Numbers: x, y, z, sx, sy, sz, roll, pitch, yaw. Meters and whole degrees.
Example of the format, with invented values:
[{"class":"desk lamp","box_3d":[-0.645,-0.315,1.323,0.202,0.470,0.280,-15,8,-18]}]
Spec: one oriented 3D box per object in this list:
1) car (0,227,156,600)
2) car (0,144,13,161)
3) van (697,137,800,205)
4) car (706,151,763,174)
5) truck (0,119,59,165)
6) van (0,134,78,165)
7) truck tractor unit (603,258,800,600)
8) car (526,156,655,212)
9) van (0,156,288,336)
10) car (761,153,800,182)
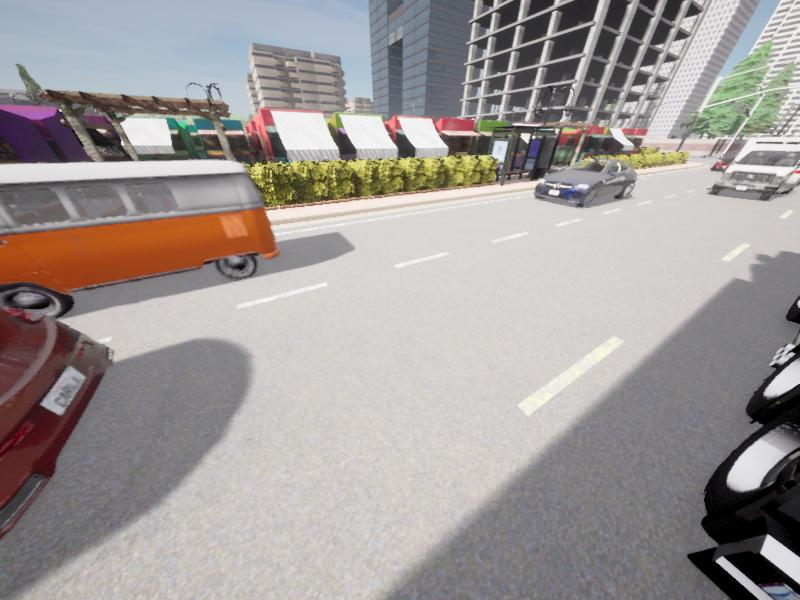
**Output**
[{"class":"car","box_3d":[-4.771,1.286,0.693,5.027,1.651,2.152,-18,39,-24]},{"class":"car","box_3d":[-47.163,-16.346,25.714,1.801,1.575,5.366,-17,38,-23]},{"class":"van","box_3d":[18.460,-6.619,11.541,6.366,2.431,2.351,-18,39,-24]},{"class":"car","box_3d":[29.409,-12.127,20.335,3.633,1.501,1.845,-18,39,-25]},{"class":"truck","box_3d":[-43.004,-17.255,25.092,2.891,3.827,8.468,-18,39,-25]},{"class":"van","box_3d":[-38.526,-16.335,24.933,1.988,2.561,5.915,-19,39,-25]},{"class":"truck tractor unit","box_3d":[5.097,-0.316,0.792,6.516,4.208,3.053,-19,39,-24]},{"class":"car","box_3d":[8.485,-5.344,10.332,5.027,1.651,2.152,-18,39,-24]},{"class":"van","box_3d":[-4.684,-1.199,3.949,4.442,1.987,1.775,-18,39,-24]},{"class":"car","box_3d":[29.175,-9.747,16.903,5.008,1.535,1.882,-18,39,-24]}]
